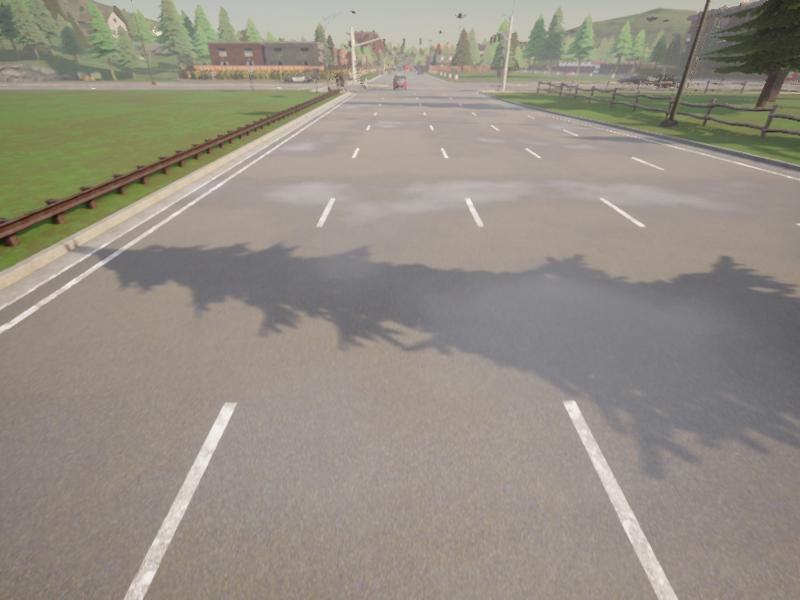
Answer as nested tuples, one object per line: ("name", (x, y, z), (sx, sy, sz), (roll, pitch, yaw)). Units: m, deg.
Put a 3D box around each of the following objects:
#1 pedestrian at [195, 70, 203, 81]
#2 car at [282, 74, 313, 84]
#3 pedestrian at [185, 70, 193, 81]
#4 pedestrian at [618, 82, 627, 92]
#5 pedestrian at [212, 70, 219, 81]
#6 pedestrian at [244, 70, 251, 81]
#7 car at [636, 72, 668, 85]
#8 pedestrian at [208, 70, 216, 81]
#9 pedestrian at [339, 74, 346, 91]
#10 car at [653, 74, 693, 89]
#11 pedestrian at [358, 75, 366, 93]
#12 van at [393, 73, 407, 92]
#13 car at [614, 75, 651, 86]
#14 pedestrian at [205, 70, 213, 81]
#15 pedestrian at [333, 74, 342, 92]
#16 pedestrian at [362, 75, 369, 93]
("pedestrian", (-40.831, -45.633, 81.301), (0.751, 1.860, 0.751), (1, 30, 2))
("car", (-18.860, -40.856, 73.802), (4.974, 1.542, 2.038), (0, 30, 1))
("pedestrian", (-43.079, -45.871, 81.704), (0.751, 1.860, 0.751), (25, 39, 36))
("pedestrian", (26.457, -25.336, 47.574), (0.500, 1.100, 0.500), (2, 31, 3))
("pedestrian", (-37.528, -45.723, 81.454), (0.751, 1.860, 0.751), (1, 30, 1))
("pedestrian", (-31.109, -45.724, 81.456), (0.751, 1.860, 0.751), (0, 30, 0))
("car", (44.136, -38.864, 70.156), (3.866, 1.878, 1.905), (0, 30, 1))
("pedestrian", (-38.241, -45.684, 81.387), (0.751, 1.860, 0.751), (-1, 30, -2))
("pedestrian", (-7.070, -26.624, 49.008), (0.751, 1.860, 0.751), (-5, 31, -8))
("car", (39.048, -31.282, 57.271), (3.866, 1.878, 1.905), (0, 30, 1))
("pedestrian", (-4.688, -26.808, 49.619), (0.751, 1.860, 0.751), (2, 31, 3))
("van", (0.007, -29.003, 53.272), (1.775, 1.987, 4.442), (0, 30, 0))
("car", (39.091, -36.957, 67.276), (4.892, 1.490, 1.837), (0, 30, 1))
("pedestrian", (-38.859, -45.678, 81.376), (0.751, 1.860, 0.751), (3, 31, 5))
("pedestrian", (-7.579, -26.441, 48.695), (0.751, 1.860, 0.751), (4, 31, 7))
("pedestrian", (-4.239, -26.283, 48.728), (0.751, 1.860, 0.751), (-1, 30, -2))
